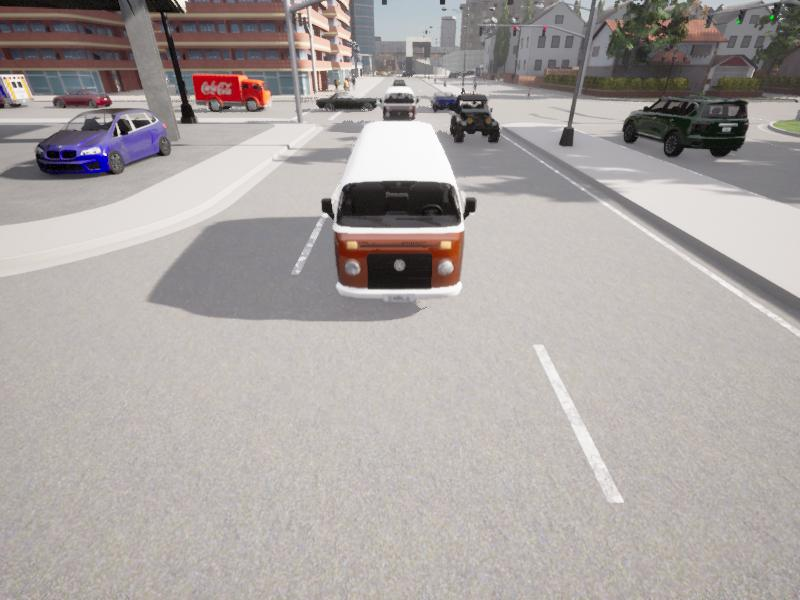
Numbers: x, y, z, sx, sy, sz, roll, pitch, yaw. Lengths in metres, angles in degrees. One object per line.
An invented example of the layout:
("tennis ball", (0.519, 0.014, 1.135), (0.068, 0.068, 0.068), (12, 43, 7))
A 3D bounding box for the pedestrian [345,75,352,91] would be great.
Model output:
("pedestrian", (-6.862, -29.041, 53.556), (0.751, 1.860, 0.751), (-3, 30, -4))

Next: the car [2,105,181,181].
("car", (-9.740, -5.383, 13.346), (2.242, 1.667, 4.611), (0, 30, 0))

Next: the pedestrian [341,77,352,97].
("pedestrian", (-5.847, -23.172, 43.504), (0.751, 1.860, 0.751), (26, 39, 37))

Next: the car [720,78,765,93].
("car", (41.339, -26.006, 48.412), (1.970, 1.475, 3.806), (0, 30, 0))

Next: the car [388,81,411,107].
("car", (-0.066, -18.770, 36.299), (1.932, 1.855, 4.605), (0, 30, 0))

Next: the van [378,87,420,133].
("van", (-0.044, -10.689, 22.312), (2.069, 2.038, 4.480), (0, 29, 0))

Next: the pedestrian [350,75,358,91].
("pedestrian", (-6.106, -28.812, 53.164), (0.751, 1.860, 0.751), (-9, 32, -15))

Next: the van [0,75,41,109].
("van", (-34.633, -17.377, 33.369), (6.366, 2.431, 2.351), (-1, 30, -1))

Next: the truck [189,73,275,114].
("truck", (-12.687, -15.859, 30.672), (5.204, 2.467, 2.627), (1, 30, -2))

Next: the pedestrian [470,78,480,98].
("pedestrian", (7.765, -21.991, 41.483), (0.751, 1.860, 0.751), (2, 30, 3))

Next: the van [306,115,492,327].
("van", (-0.028, -1.711, 6.885), (2.069, 2.038, 4.480), (0, 33, 0))

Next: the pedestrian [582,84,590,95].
("pedestrian", (21.167, -23.931, 45.558), (0.500, 1.100, 0.500), (-1, 30, -2))

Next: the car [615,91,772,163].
("car", (11.467, -7.255, 16.413), (2.150, 2.045, 5.566), (0, 30, 0))

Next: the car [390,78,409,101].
("car", (-0.073, -22.449, 42.593), (1.932, 1.855, 4.605), (0, 31, 0))

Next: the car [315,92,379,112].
("car", (-4.012, -15.382, 31.075), (4.718, 1.301, 1.895), (0, 30, -1))

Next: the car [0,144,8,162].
("car", (-15.484, -4.856, 12.762), (1.970, 1.475, 3.806), (0, 30, 0))

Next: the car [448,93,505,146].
("car", (3.460, -8.624, 18.911), (1.905, 1.878, 3.866), (0, 30, 0))

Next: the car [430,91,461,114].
("car", (3.442, -15.430, 31.157), (1.895, 1.301, 4.718), (0, 30, 0))

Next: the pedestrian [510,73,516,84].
("pedestrian", (21.109, -41.451, 74.809), (0.751, 1.860, 0.751), (0, 30, 1))

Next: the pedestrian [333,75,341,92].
("pedestrian", (-7.994, -27.297, 50.540), (0.751, 1.860, 0.751), (1, 30, 2))

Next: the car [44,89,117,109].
("car", (-26.862, -16.986, 33.749), (4.181, 1.385, 1.994), (0, 30, 0))
